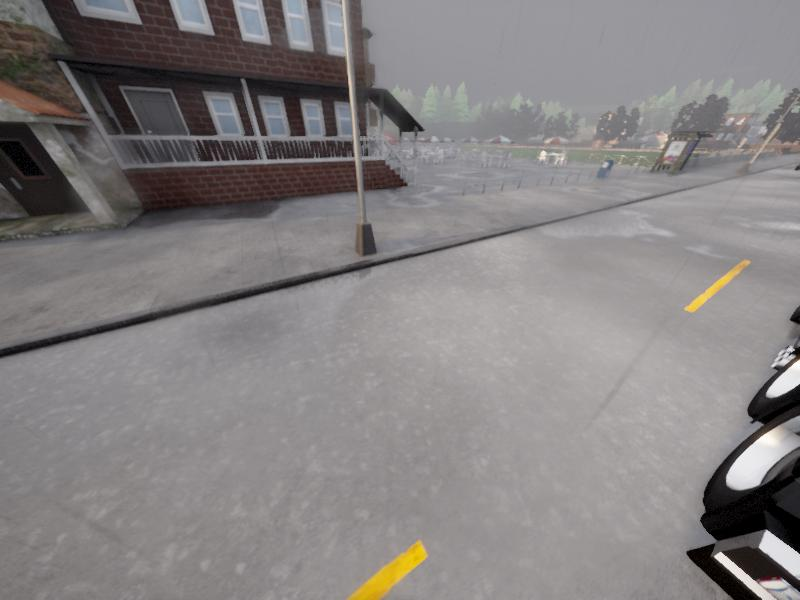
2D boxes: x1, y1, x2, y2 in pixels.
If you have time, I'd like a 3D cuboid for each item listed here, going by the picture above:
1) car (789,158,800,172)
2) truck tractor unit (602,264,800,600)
[{"bbox_3d":[38.722,-12.722,21.263,5.357,1.411,2.033,-18,39,-24],"label":"car"},{"bbox_3d":[5.116,-0.294,0.791,6.516,4.208,3.053,-18,39,-24],"label":"truck tractor unit"}]
